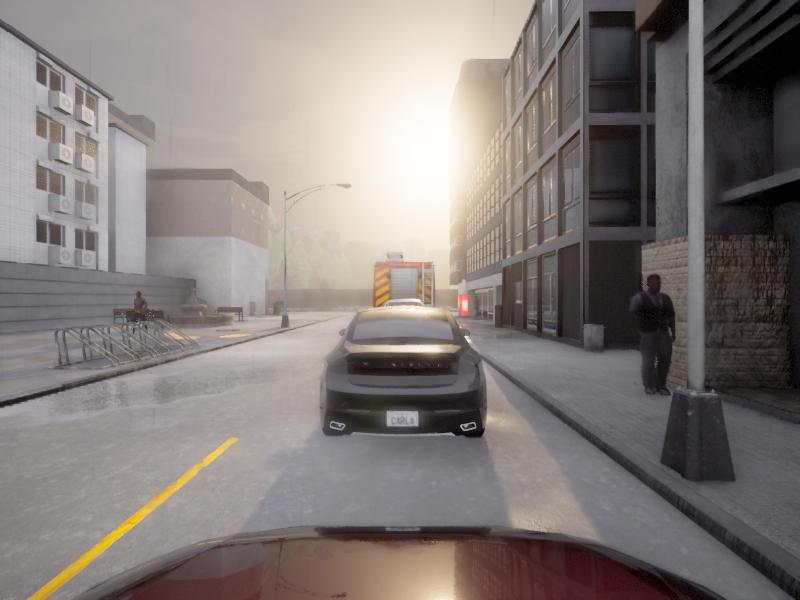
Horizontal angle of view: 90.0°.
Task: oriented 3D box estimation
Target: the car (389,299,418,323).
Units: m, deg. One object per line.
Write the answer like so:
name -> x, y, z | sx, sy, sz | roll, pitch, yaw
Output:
car -> 0.309, 0.778, 30.964 | 2.033, 1.649, 4.856 | 0, 0, 1

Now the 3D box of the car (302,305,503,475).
car -> 0.063, 0.845, 6.103 | 1.837, 1.490, 4.892 | 0, 0, 1

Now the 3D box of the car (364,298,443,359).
car -> 0.140, 0.781, 13.363 | 2.152, 1.651, 5.027 | 0, 0, 1

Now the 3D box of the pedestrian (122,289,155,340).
pedestrian -> -9.693, 0.533, 14.869 | 0.751, 1.860, 0.751 | 0, 0, 0

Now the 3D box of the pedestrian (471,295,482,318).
pedestrian -> 6.144, 0.525, 32.167 | 0.751, 1.860, 0.751 | 0, 0, -3

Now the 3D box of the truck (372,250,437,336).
truck -> 0.248, -0.321, 22.112 | 2.891, 3.827, 8.468 | 0, 0, 1

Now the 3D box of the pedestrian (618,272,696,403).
pedestrian -> 3.878, 0.533, 6.097 | 0.751, 1.860, 0.751 | 0, 0, 8

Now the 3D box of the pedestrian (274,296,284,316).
pedestrian -> -10.993, 0.547, 36.413 | 0.751, 1.860, 0.751 | 0, 0, -10
